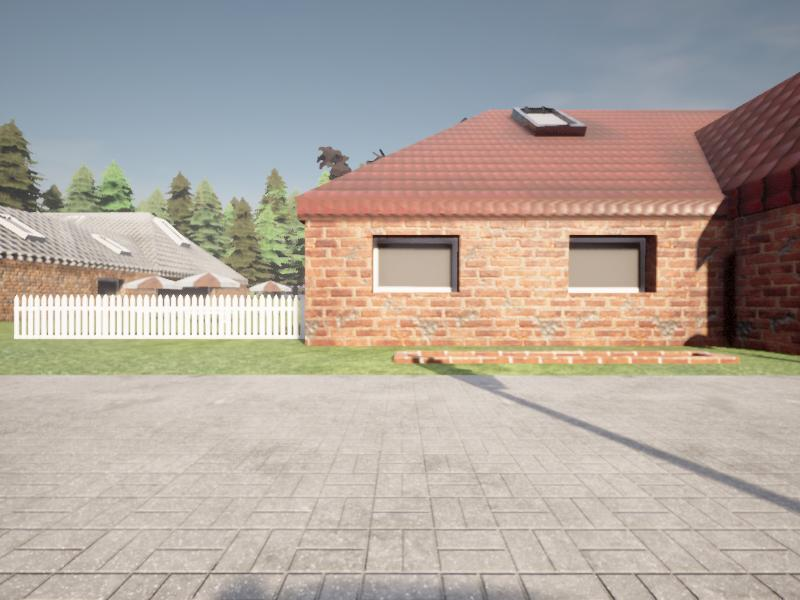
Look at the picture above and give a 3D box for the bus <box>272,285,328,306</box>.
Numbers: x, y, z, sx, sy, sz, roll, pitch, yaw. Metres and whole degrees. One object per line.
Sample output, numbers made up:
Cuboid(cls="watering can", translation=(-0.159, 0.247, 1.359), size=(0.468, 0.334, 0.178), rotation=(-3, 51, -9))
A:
Cuboid(cls="bus", translation=(-20.050, -0.921, 80.749), size=(10.273, 4.253, 3.944), rotation=(0, 0, 0))
